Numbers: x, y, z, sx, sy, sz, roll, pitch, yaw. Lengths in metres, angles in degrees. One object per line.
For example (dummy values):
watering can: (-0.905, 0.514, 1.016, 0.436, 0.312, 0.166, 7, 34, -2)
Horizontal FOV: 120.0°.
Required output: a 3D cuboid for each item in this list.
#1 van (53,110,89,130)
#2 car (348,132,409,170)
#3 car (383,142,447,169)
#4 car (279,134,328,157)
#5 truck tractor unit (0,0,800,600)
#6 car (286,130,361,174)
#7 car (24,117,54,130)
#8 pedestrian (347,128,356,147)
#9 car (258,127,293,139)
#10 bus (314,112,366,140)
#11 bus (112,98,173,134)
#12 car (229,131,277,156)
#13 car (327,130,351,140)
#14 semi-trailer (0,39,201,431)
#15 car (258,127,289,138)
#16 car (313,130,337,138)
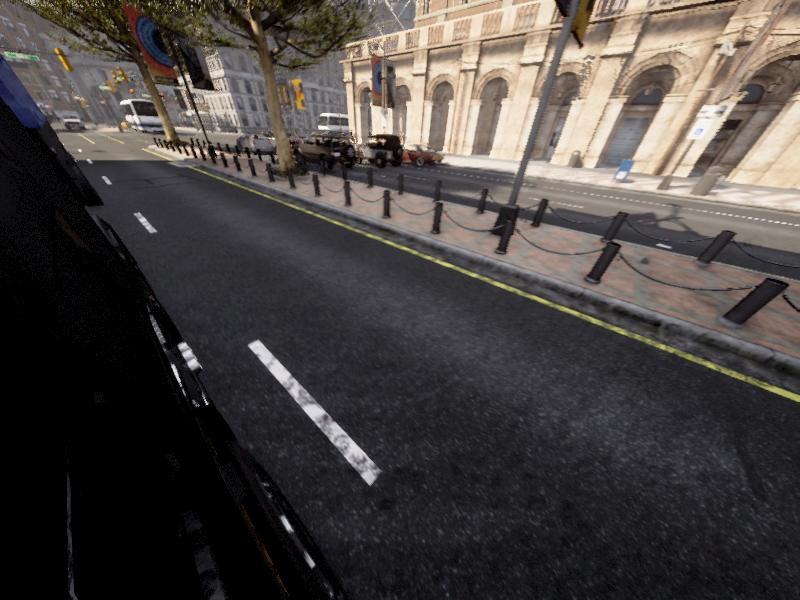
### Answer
van: (-54.625, -29.826, 38.367, 6.366, 2.431, 2.351, 28, 43, 30)
car: (-1.517, -10.374, 16.022, 3.866, 1.878, 1.905, 28, 43, 30)
car: (1.027, -11.304, 17.940, 4.718, 1.301, 1.895, 28, 43, 30)
car: (-8.736, -13.985, 20.868, 4.181, 1.385, 1.994, 28, 43, 30)
truck tractor unit: (-2.645, -0.295, 0.351, 6.516, 4.208, 3.053, 28, 44, 30)
car: (-4.794, -9.390, 14.490, 4.605, 1.855, 1.932, 28, 43, 29)
car: (-56.538, -27.700, 36.235, 5.357, 1.411, 2.033, 28, 43, 30)
pedestrian: (-6.082, -20.561, 29.224, 0.751, 1.860, 0.751, -20, 42, -28)
car: (-22.142, -29.906, 41.371, 2.038, 1.542, 4.974, 28, 43, 30)
bus: (-12.621, -37.382, 49.828, 3.944, 4.253, 10.273, 28, 43, 30)
bus: (-43.026, -30.542, 38.565, 10.273, 4.253, 3.944, 28, 43, 30)
car: (-12.449, -13.311, 19.575, 3.633, 1.501, 1.845, 28, 43, 30)
car: (-12.287, -33.401, 46.798, 1.816, 1.474, 4.193, 28, 43, 30)
semi-trailer: (-8.702, -3.589, 4.243, 14.254, 4.402, 2.717, 28, 43, 30)
car: (-24.014, -31.928, 44.057, 1.812, 1.442, 4.674, 29, 44, 31)
car: (-16.550, -36.916, 51.420, 1.895, 1.301, 4.718, 28, 43, 30)
